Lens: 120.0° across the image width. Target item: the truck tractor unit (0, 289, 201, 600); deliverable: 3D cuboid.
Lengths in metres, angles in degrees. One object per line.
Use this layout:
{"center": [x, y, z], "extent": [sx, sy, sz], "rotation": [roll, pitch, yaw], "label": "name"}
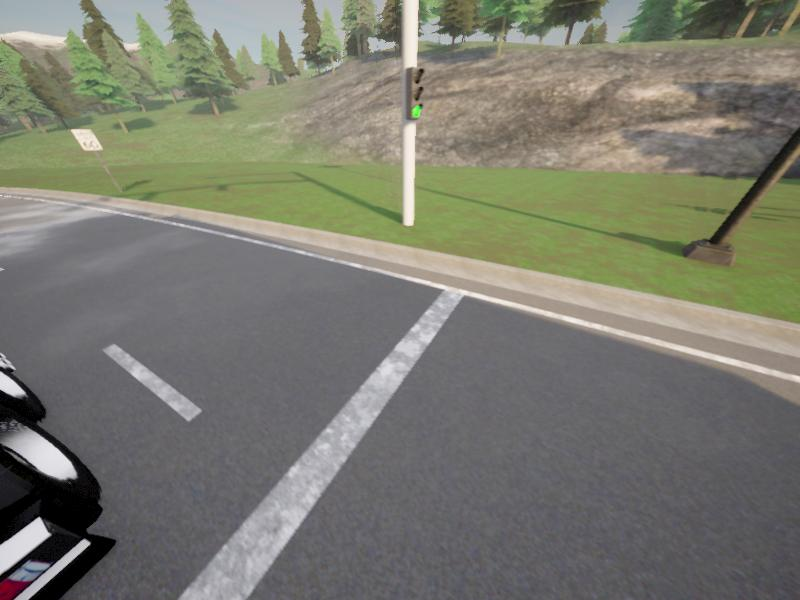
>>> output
{"center": [-5.159, -0.249, 0.718], "extent": [6.516, 4.208, 3.053], "rotation": [16, 38, 22], "label": "truck tractor unit"}
